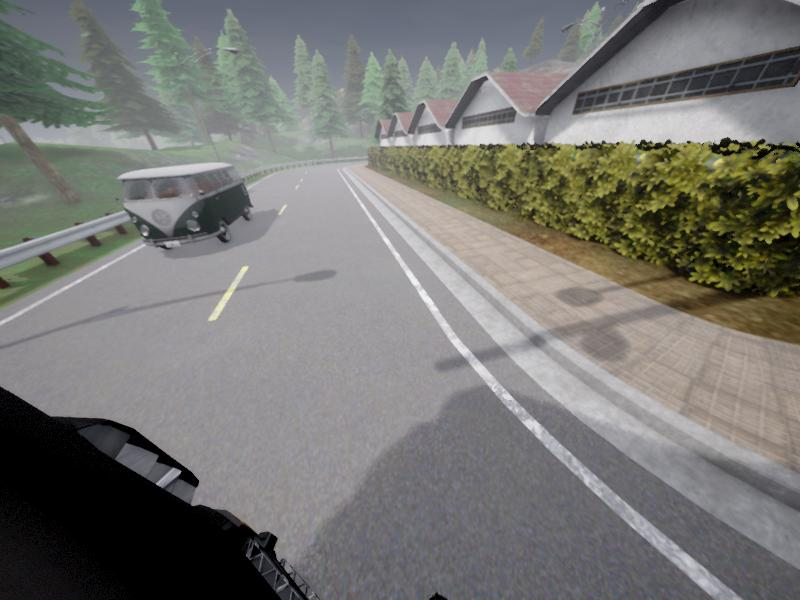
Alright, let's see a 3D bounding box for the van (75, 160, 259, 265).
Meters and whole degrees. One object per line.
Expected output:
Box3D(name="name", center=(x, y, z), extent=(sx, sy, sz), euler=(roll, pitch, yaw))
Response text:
Box3D(name="van", center=(-6.212, -3.030, 7.150), extent=(1.775, 1.987, 4.442), euler=(-11, 35, -12))
